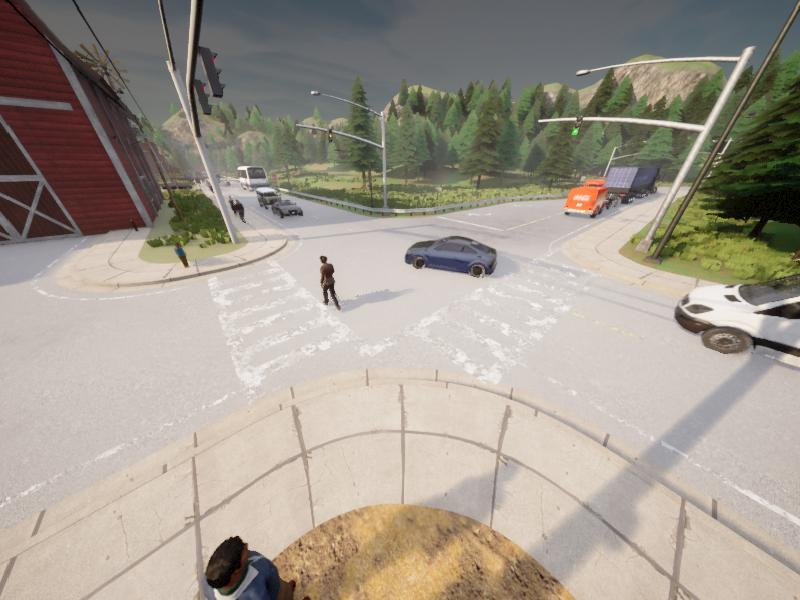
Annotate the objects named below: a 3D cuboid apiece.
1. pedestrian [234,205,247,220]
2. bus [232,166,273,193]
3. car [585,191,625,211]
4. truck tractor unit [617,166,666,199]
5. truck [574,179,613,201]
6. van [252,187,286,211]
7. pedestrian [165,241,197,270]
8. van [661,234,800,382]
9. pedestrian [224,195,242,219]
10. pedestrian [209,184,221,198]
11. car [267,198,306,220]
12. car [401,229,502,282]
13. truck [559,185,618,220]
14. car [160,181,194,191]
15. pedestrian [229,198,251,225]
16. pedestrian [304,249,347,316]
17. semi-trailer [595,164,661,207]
[{"bbox_3d":[-13.821,-7.551,19.974,0.500,1.100,0.500,22,37,33],"label":"pedestrian"},{"bbox_3d":[-28.845,-23.616,45.001,3.944,4.253,10.273,-22,37,-33],"label":"bus"},{"bbox_3d":[23.816,-11.551,26.810,4.902,1.511,2.128,-23,37,-33],"label":"car"},{"bbox_3d":[37.248,-18.221,35.642,6.516,4.208,3.053,-22,37,-33],"label":"truck tractor unit"},{"bbox_3d":[28.135,-16.020,33.571,5.204,2.467,2.627,-23,37,-34],"label":"truck"},{"bbox_3d":[-15.018,-11.625,26.442,2.069,2.038,4.480,-22,37,-33],"label":"van"},{"bbox_3d":[-9.681,-1.971,10.255,0.500,1.100,0.500,9,31,15],"label":"pedestrian"},{"bbox_3d":[10.205,0.693,4.606,1.988,2.561,5.915,-22,37,-33],"label":"van"},{"bbox_3d":[-14.770,-8.274,20.466,0.751,1.860,0.751,-19,35,-29],"label":"pedestrian"},{"bbox_3d":[-26.947,-15.845,33.578,0.751,1.860,0.751,-23,37,-34],"label":"pedestrian"},{"bbox_3d":[-11.084,-8.948,22.479,1.994,1.385,4.181,-22,37,-33],"label":"car"},{"bbox_3d":[2.345,-2.213,10.784,4.181,1.385,1.994,11,32,19],"label":"car"},{"bbox_3d":[18.192,-9.531,22.327,5.204,2.467,2.627,-23,37,-34],"label":"truck"},{"bbox_3d":[-45.444,-23.247,47.133,4.792,1.488,2.163,-24,37,-35],"label":"car"},{"bbox_3d":[-12.633,-7.017,18.288,0.751,1.860,0.751,20,36,31],"label":"pedestrian"},{"bbox_3d":[-2.328,-0.561,7.366,0.751,1.860,0.751,25,38,36],"label":"pedestrian"},{"bbox_3d":[31.132,-15.800,31.243,14.254,4.402,2.717,-22,37,-34],"label":"semi-trailer"}]
